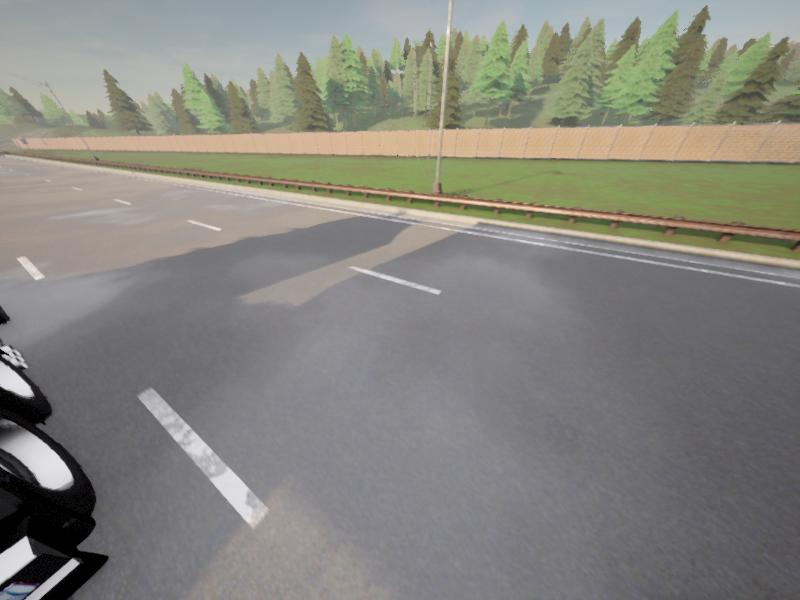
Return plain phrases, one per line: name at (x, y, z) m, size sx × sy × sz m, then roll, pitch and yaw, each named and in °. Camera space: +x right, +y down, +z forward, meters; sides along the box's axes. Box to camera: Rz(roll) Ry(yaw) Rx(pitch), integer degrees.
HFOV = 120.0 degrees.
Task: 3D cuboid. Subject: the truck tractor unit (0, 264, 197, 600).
truck tractor unit at (-5.115, -0.294, 0.785) m, size 6.516 × 4.208 × 3.053 m, roll 18°, pitch 39°, yaw 24°
